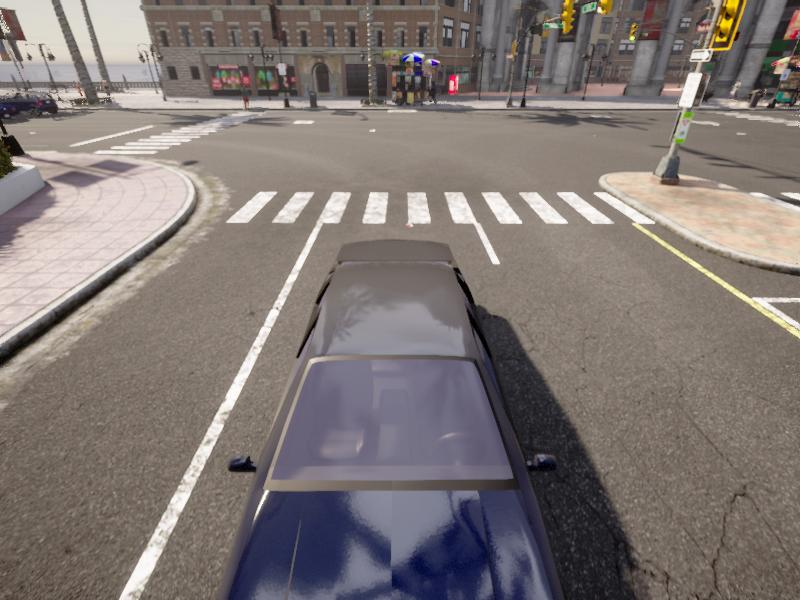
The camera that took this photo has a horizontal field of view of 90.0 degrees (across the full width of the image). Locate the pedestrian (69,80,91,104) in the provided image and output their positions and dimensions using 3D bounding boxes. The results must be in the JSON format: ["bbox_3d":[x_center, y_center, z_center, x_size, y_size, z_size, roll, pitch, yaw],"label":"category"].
[{"bbox_3d":[-27.560,-17.958,34.528,0.751,1.860,0.751,-8,31,-14],"label":"pedestrian"}]

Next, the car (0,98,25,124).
[{"bbox_3d":[-26.751,-11.780,24.870,4.718,1.301,1.895,0,30,0],"label":"car"}]

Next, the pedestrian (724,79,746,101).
[{"bbox_3d":[31.440,-19.701,37.534,0.751,1.860,0.751,-10,32,-16],"label":"pedestrian"}]

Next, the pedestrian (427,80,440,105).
[{"bbox_3d":[2.808,-17.416,33.605,0.751,1.860,0.751,16,34,25],"label":"pedestrian"}]

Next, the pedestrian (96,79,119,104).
[{"bbox_3d":[-25.504,-18.178,34.905,0.751,1.860,0.751,4,31,7],"label":"pedestrian"}]

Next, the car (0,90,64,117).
[{"bbox_3d":[-26.177,-13.658,27.822,3.705,1.549,1.789,0,30,1],"label":"car"}]

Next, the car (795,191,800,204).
[{"bbox_3d":[11.388,-2.008,7.833,2.152,1.651,5.027,-1,30,-1],"label":"car"}]

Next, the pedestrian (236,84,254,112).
[{"bbox_3d":[-11.633,-15.173,30.069,0.751,1.860,0.751,-2,30,-3],"label":"pedestrian"}]

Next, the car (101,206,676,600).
[{"bbox_3d":[-0.049,0.689,3.451,2.033,1.411,5.357,0,30,0],"label":"car"}]
